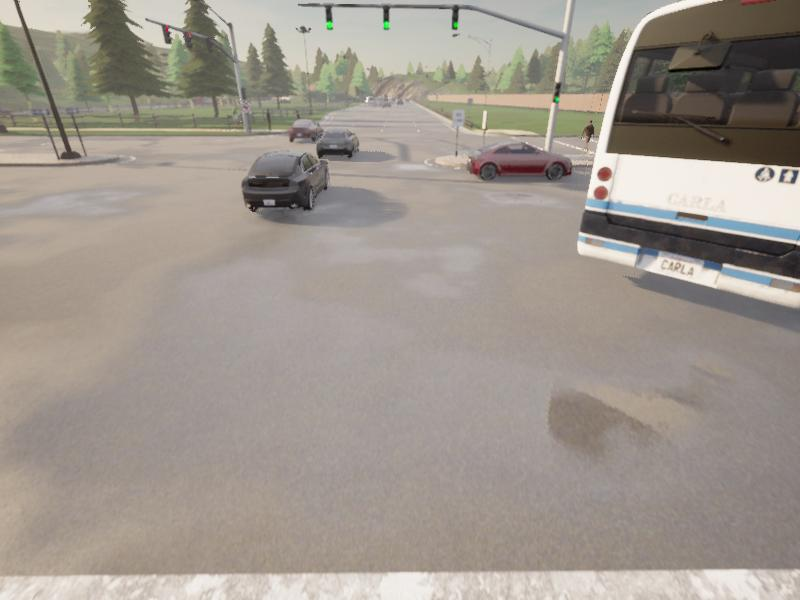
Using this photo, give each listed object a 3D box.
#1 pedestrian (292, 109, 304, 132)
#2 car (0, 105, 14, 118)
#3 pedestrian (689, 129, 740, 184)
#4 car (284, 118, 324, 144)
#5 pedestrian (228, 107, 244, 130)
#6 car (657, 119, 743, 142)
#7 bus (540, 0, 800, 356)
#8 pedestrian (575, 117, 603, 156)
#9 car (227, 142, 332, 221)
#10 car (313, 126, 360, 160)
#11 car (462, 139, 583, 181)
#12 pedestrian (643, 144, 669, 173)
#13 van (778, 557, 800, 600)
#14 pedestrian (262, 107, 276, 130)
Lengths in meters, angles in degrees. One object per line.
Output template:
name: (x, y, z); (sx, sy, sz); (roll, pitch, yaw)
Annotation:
pedestrian: (-9.296, -16.392, 36.535); (0.751, 1.860, 0.751); (0, 27, 0)
car: (-61.151, -28.186, 59.796); (2.033, 1.649, 4.856); (0, 27, 0)
pedestrian: (11.887, -5.436, 15.170); (0.751, 1.860, 0.751); (-1, 27, -2)
car: (-6.984, -12.633, 29.711); (1.812, 1.442, 4.674); (0, 27, 0)
pedestrian: (-14.844, -16.442, 36.293); (0.751, 1.860, 0.751); (4, 27, 8)
car: (22.057, -12.560, 29.592); (4.674, 1.442, 1.812); (0, 27, 1)
bus: (7.803, -3.340, 8.522); (10.273, 4.253, 3.944); (-23, 34, -36)
pedestrian: (10.107, -8.748, 21.413); (0.751, 1.860, 0.751); (0, 27, -1)
car: (-3.490, -3.945, 12.707); (1.837, 1.490, 4.892); (0, 27, 0)
car: (-3.485, -8.991, 22.690); (1.994, 1.385, 4.181); (0, 27, 0)
car: (4.855, -5.769, 16.406); (4.181, 1.385, 1.994); (0, 27, -1)
pedestrian: (11.142, -6.180, 17.456); (0.500, 1.100, 0.500); (-8, 28, -15)
van: (3.600, 2.110, 0.294); (2.069, 2.038, 4.480); (1, 27, 1)
pedestrian: (-11.817, -16.351, 36.118); (0.751, 1.860, 0.751); (2, 27, 3)
